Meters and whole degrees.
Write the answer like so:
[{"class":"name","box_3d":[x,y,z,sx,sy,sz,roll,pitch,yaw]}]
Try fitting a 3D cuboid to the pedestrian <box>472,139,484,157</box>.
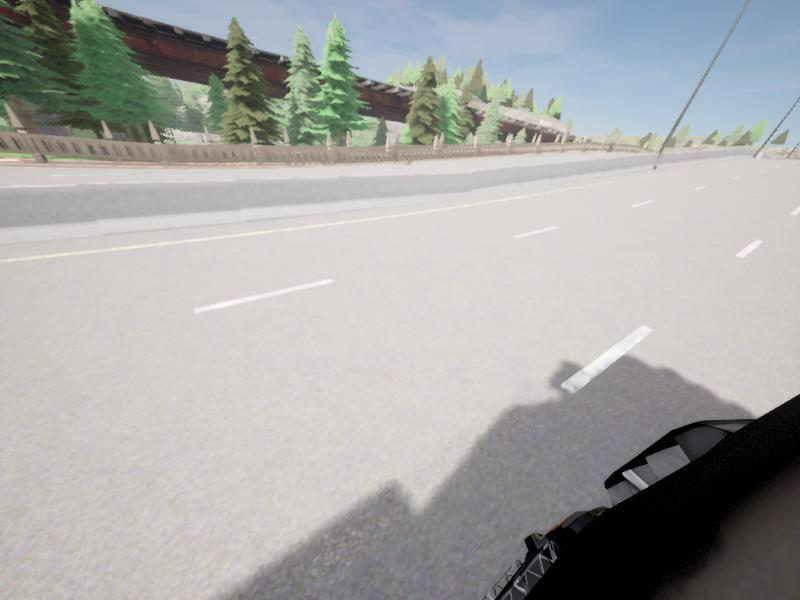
[{"class":"pedestrian","box_3d":[10.456,-20.501,31.151,0.751,1.860,0.751,-13,37,-28]}]
